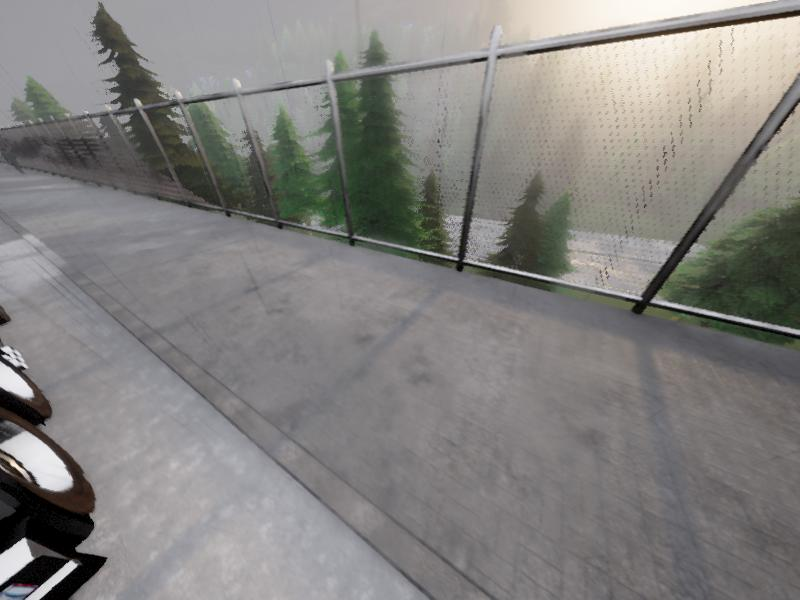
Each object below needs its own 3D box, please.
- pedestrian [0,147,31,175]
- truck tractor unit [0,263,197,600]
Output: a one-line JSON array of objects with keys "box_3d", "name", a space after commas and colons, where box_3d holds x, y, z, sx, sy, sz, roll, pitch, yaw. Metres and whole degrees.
[{"box_3d": [-31.468, -11.281, 18.713, 0.751, 1.860, 0.751, 18, 39, 24], "name": "pedestrian"}, {"box_3d": [-5.114, -0.296, 0.791, 6.516, 4.208, 3.053, 18, 39, 24], "name": "truck tractor unit"}]
